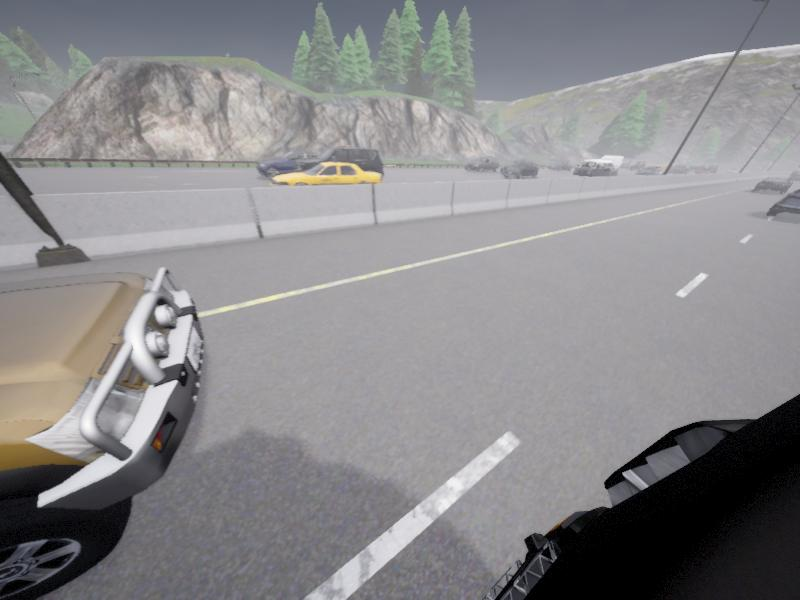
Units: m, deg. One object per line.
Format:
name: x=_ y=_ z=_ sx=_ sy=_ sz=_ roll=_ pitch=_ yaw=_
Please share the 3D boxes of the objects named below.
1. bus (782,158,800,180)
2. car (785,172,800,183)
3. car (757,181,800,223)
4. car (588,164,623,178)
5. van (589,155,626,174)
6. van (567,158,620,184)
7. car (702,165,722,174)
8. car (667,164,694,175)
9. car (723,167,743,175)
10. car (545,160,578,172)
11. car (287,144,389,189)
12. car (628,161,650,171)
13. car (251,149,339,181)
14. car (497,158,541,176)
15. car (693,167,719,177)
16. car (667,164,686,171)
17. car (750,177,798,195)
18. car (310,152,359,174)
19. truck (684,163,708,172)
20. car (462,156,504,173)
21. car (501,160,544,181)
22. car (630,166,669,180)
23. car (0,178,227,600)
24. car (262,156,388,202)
bus: x=90.385 y=-28.909 z=51.007 sx=10.273 sy=4.253 sz=3.944 roll=-16 pitch=38 yaw=-27
car: x=75.491 y=-23.169 z=43.669 sx=4.792 sy=1.488 sz=2.163 roll=-17 pitch=38 yaw=-27
car: x=21.487 y=-4.992 z=11.760 sx=4.856 sy=1.649 sz=2.033 roll=-10 pitch=36 yaw=-19
car: x=28.408 y=-17.859 z=31.968 sx=4.181 sy=1.385 sz=1.994 roll=-17 pitch=38 yaw=-27
van: x=34.471 y=-22.463 z=38.344 sx=5.915 sy=2.561 sz=1.988 roll=-17 pitch=38 yaw=-27
van: x=19.785 y=-13.232 z=23.682 sx=4.480 sy=2.038 sz=2.069 roll=-17 pitch=38 yaw=-27
car: x=82.298 y=-34.489 z=60.941 sx=3.866 sy=1.878 sz=1.905 roll=-17 pitch=38 yaw=-27
car: x=58.307 y=-27.149 z=48.011 sx=4.553 sy=1.767 sz=2.097 roll=-17 pitch=38 yaw=-27
car: x=85.357 y=-32.995 z=59.230 sx=5.366 sy=1.575 sz=1.801 roll=-16 pitch=38 yaw=-27
car: x=26.281 y=-21.816 z=37.639 sx=4.902 sy=1.511 sz=2.128 roll=-17 pitch=38 yaw=-27
car: x=-3.650 y=-8.363 z=14.443 sx=5.566 sy=2.045 sz=2.150 roll=-17 pitch=38 yaw=-27
car: x=54.603 y=-30.601 z=52.847 sx=3.866 sy=1.878 sz=1.905 roll=-17 pitch=38 yaw=-27
car: x=-7.165 y=-9.388 z=16.095 sx=5.027 sy=1.651 sz=2.152 roll=-17 pitch=38 yaw=-27
car: x=14.236 y=-15.936 z=27.652 sx=4.611 sy=1.667 sz=2.242 roll=-17 pitch=38 yaw=-27
car: x=61.212 y=-25.625 z=46.247 sx=4.514 sy=1.525 sz=2.007 roll=-17 pitch=38 yaw=-27
car: x=79.381 y=-37.965 z=66.339 sx=4.902 sy=1.511 sz=2.128 roll=-16 pitch=38 yaw=-27
car: x=37.963 y=-11.650 z=23.433 sx=4.718 sy=1.301 sz=1.895 roll=-17 pitch=38 yaw=-27
car: x=-5.691 y=-12.074 z=20.349 sx=3.633 sy=1.501 sz=1.845 roll=-17 pitch=38 yaw=-27
truck: x=82.461 y=-36.873 z=64.340 sx=6.274 sy=2.098 sz=2.390 roll=-16 pitch=38 yaw=-27
car: x=10.388 y=-17.033 z=28.999 sx=4.611 sy=1.667 sz=2.242 roll=-17 pitch=38 yaw=-27
car: x=12.255 y=-13.010 z=23.182 sx=3.705 sy=1.549 sz=1.789 roll=-17 pitch=38 yaw=-27
car: x=34.159 y=-17.406 z=31.602 sx=4.974 sy=1.542 sz=2.038 roll=-17 pitch=38 yaw=-27
car: x=-3.658 y=0.807 z=0.762 sx=4.605 sy=1.855 sz=1.932 roll=-17 pitch=38 yaw=-27
car: x=-3.400 y=-5.973 z=11.281 sx=5.366 sy=1.575 sz=1.801 roll=-17 pitch=38 yaw=-27
